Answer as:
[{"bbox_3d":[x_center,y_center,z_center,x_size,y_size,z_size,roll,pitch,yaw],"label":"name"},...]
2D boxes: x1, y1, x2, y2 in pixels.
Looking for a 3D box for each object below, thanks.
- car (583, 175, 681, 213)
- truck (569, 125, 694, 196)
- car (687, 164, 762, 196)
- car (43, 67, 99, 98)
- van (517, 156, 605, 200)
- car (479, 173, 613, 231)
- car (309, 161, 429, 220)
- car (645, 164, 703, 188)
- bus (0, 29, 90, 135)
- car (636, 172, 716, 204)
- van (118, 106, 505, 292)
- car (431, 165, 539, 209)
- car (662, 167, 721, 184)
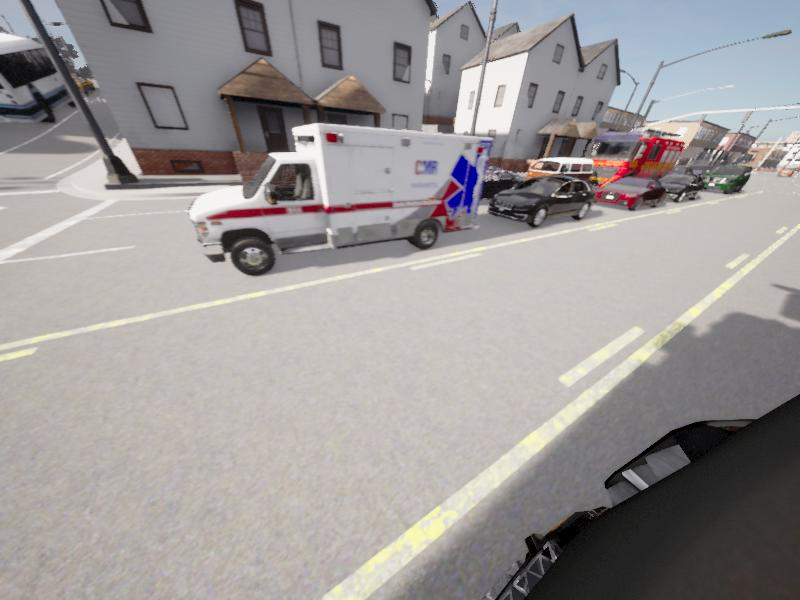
[{"bbox_3d":[12.294,-5.746,12.282,4.181,1.385,1.994,-14,37,-24],"label":"car"},{"bbox_3d":[17.496,-10.439,17.512,8.468,3.827,2.891,-15,38,-25],"label":"truck"},{"bbox_3d":[27.637,-10.301,19.676,5.566,2.045,2.150,-16,38,-25],"label":"car"},{"bbox_3d":[-33.543,-22.421,23.745,1.801,1.575,5.366,-15,51,-26],"label":"car"},{"bbox_3d":[9.870,-7.586,14.257,4.480,2.038,2.069,-15,38,-25],"label":"van"},{"bbox_3d":[5.693,-3.978,9.010,4.892,1.490,1.837,-16,38,-25],"label":"car"},{"bbox_3d":[-1.132,-4.358,8.962,3.988,1.617,1.851,-16,38,-25],"label":"car"},{"bbox_3d":[26.949,-12.230,22.752,4.553,1.767,2.097,-16,38,-25],"label":"car"},{"bbox_3d":[-28.415,-16.113,16.724,3.944,4.253,10.273,-16,52,-26],"label":"bus"},{"bbox_3d":[18.036,-7.405,15.097,4.892,1.490,1.837,-15,38,-25],"label":"car"},{"bbox_3d":[-0.995,-2.507,5.450,6.366,2.431,2.351,-16,38,-25],"label":"van"},{"bbox_3d":[4.263,-5.810,11.640,4.902,1.511,2.128,-16,38,-25],"label":"car"},{"bbox_3d":[36.607,-15.816,29.260,2.033,1.411,5.357,11,34,12],"label":"car"}]
